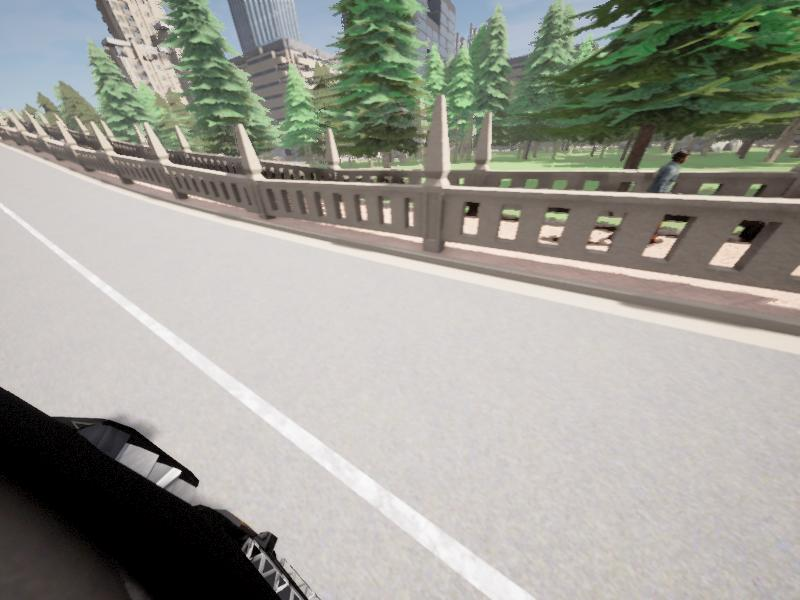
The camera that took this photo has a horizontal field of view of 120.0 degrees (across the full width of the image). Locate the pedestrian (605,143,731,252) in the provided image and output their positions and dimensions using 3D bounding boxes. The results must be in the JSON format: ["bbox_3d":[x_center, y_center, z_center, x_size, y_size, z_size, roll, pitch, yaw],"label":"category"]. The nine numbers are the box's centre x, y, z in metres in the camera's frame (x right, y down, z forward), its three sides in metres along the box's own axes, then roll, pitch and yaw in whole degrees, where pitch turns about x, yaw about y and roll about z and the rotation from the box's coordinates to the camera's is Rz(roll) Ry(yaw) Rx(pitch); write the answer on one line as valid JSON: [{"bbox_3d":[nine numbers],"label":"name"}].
[{"bbox_3d":[5.148,-2.014,4.645,0.751,1.860,0.751,7,35,14],"label":"pedestrian"}]
